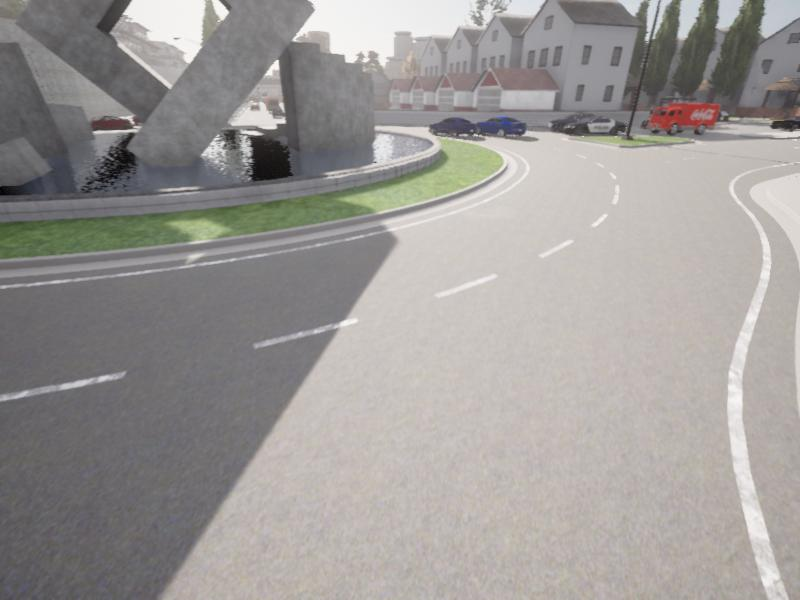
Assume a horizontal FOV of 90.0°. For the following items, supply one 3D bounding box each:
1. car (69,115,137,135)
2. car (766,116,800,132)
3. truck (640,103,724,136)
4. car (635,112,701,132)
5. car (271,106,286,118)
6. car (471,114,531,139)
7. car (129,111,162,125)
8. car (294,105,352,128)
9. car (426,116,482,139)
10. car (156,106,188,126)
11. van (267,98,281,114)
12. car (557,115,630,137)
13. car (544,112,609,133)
[{"bbox_3d":[-26.157,-15.550,35.396,1.994,1.385,4.181,11,29,21],"label":"car"},{"bbox_3d":[38.686,-17.227,39.045,4.718,1.301,1.895,-9,28,-17],"label":"car"},{"bbox_3d":[24.502,-15.779,34.886,5.204,2.467,2.627,-5,28,-12],"label":"truck"},{"bbox_3d":[25.751,-17.191,38.537,5.238,1.638,1.930,-7,28,-14],"label":"car"},{"bbox_3d":[-18.354,-28.328,60.262,1.816,1.474,4.193,-8,28,-16],"label":"car"},{"bbox_3d":[8.245,-14.462,33.242,1.882,1.535,5.008,-13,30,-25],"label":"car"},{"bbox_3d":[-29.180,-21.004,46.111,1.895,1.301,4.718,-7,28,-14],"label":"car"},{"bbox_3d":[-8.171,-19.647,42.732,5.566,2.045,2.150,6,27,11],"label":"car"},{"bbox_3d":[4.335,-14.288,32.989,1.812,1.442,4.674,-17,32,-30],"label":"car"},{"bbox_3d":[-25.371,-20.584,44.656,1.905,1.878,3.866,-6,28,-11],"label":"car"},{"bbox_3d":[-23.542,-36.353,74.741,1.988,2.561,5.915,-8,28,-15],"label":"van"},{"bbox_3d":[16.318,-14.813,33.967,4.974,1.542,2.038,-2,27,-4],"label":"car"},{"bbox_3d":[16.236,-16.434,37.031,4.856,1.649,2.033,-2,27,-5],"label":"car"}]
